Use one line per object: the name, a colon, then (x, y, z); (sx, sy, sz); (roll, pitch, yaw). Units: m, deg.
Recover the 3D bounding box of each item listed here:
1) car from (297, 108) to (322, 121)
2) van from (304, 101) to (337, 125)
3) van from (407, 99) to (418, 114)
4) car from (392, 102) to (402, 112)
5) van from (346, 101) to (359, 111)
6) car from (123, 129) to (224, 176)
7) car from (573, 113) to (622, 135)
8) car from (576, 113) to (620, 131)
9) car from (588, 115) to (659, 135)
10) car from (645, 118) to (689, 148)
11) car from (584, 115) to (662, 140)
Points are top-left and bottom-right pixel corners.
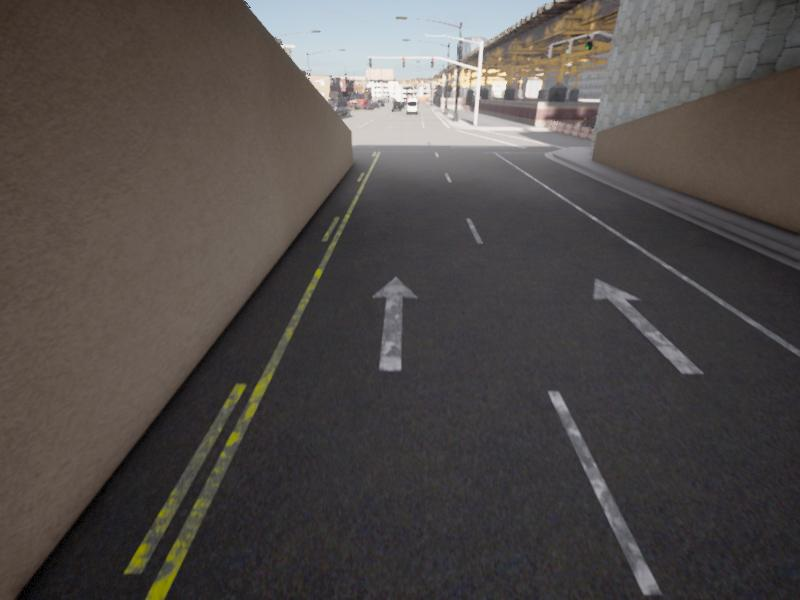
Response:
car: (-12.595, -25.950, 55.843); (2.128, 1.511, 4.902); (1, 27, 2)
van: (-9.452, -22.641, 48.357); (2.351, 2.431, 6.366); (1, 27, 2)
van: (2.373, -36.600, 75.602); (1.988, 2.561, 5.915); (1, 27, 2)
car: (-0.632, -41.704, 86.312); (1.905, 1.878, 3.866); (1, 27, 2)
van: (-10.882, -44.522, 91.660); (2.069, 2.038, 4.480); (1, 27, 2)
car: (-10.205, -6.923, 18.549); (2.007, 1.525, 4.514); (0, 27, 0)
car: (18.185, -16.216, 36.731); (4.974, 1.542, 2.038); (-24, 35, -38)
car: (18.222, -16.373, 36.692); (4.536, 1.218, 1.853); (-24, 35, -38)
car: (18.030, -14.244, 32.520); (1.853, 1.218, 4.536); (-17, 32, -30)
car: (18.562, -11.670, 27.825); (2.038, 1.542, 4.974); (15, 31, 27)
car: (18.001, -14.123, 32.630); (2.038, 1.542, 4.974); (-17, 32, -30)
